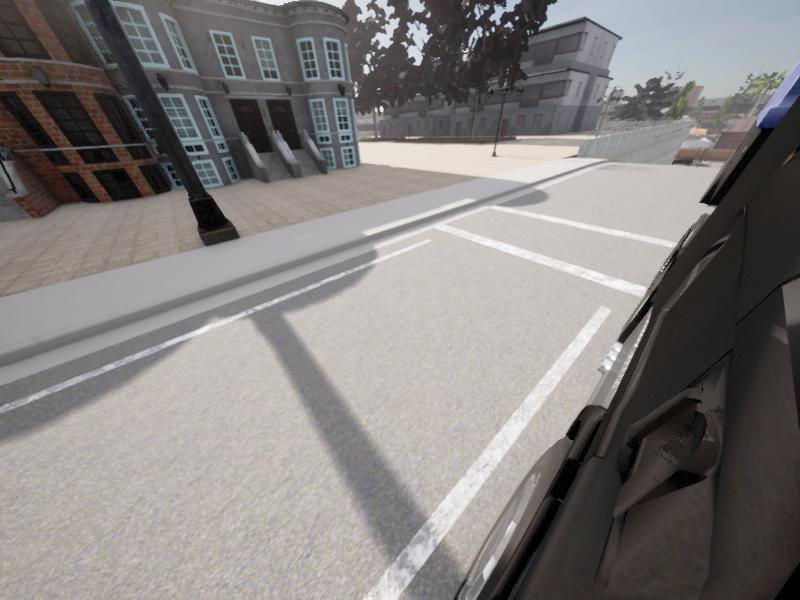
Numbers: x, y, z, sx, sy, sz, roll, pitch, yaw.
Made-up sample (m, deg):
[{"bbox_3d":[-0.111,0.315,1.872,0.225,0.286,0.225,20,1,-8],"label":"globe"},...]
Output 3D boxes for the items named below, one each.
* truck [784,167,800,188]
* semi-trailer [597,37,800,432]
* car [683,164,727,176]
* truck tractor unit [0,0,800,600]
[{"bbox_3d":[29.336,-8.730,15.425,6.274,2.098,2.390,-18,38,-37],"label":"truck"},{"bbox_3d":[8.720,-3.602,4.190,14.254,4.402,2.717,-28,44,-29],"label":"semi-trailer"},{"bbox_3d":[61.012,-26.115,46.334,1.882,1.535,5.008,-28,44,-30],"label":"car"},{"bbox_3d":[2.645,-0.295,0.351,6.516,4.208,3.053,-28,44,-30],"label":"truck tractor unit"}]
